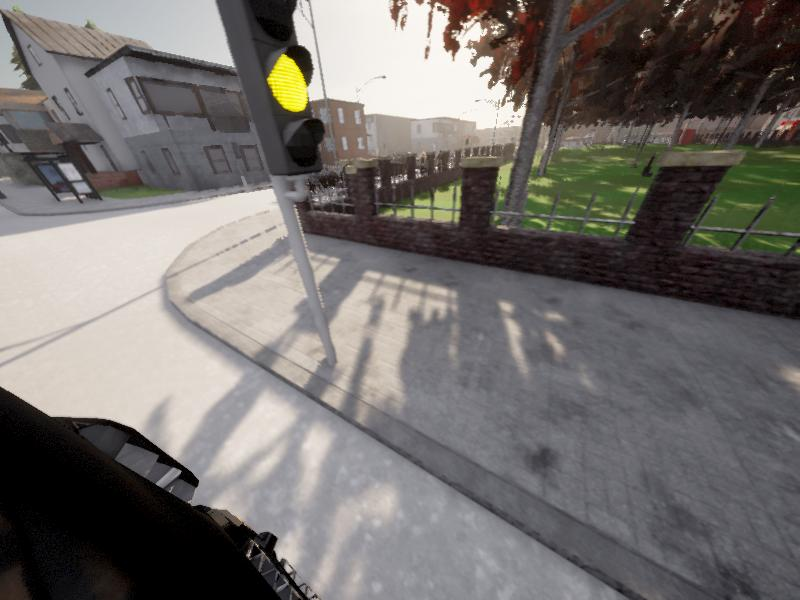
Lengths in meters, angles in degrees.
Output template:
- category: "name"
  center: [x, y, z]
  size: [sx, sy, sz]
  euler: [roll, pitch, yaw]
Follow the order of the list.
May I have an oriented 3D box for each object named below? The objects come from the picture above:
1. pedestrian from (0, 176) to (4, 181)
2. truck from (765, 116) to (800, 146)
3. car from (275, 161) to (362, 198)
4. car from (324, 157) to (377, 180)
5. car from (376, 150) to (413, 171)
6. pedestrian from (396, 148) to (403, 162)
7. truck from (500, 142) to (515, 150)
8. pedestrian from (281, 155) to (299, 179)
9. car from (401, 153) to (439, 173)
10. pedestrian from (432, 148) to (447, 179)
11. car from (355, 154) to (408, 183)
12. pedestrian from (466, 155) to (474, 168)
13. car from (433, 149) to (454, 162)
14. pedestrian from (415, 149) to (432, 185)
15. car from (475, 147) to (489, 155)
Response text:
- category: "pedestrian"
  center: [-71.812, -22.148, 40.943]
  size: [0.751, 1.860, 0.751]
  euler: [16, 38, 26]
- category: "truck"
  center: [64.014, -26.756, 36.427]
  size: [2.891, 3.827, 8.468]
  euler: [16, 38, 26]
- category: "car"
  center: [-4.880, -7.816, 14.771]
  size: [2.128, 1.511, 4.902]
  euler: [16, 38, 26]
- category: "car"
  center: [-4.501, -12.568, 21.917]
  size: [2.128, 1.511, 4.902]
  euler: [16, 38, 26]
- category: "car"
  center: [-0.502, -16.331, 26.960]
  size: [1.932, 1.855, 4.605]
  euler: [18, 39, 28]
- category: "pedestrian"
  center: [-0.082, -23.646, 37.740]
  size: [0.751, 1.860, 0.751]
  euler: [16, 38, 26]
- category: "truck"
  center: [39.161, -56.180, 84.300]
  size: [2.390, 2.098, 6.274]
  euler: [-2, 33, 1]
- category: "pedestrian"
  center: [-10.069, -12.154, 21.149]
  size: [0.751, 1.860, 0.751]
  euler: [16, 38, 26]
- category: "car"
  center: [2.170, -14.476, 24.290]
  size: [2.128, 1.511, 4.902]
  euler: [14, 37, 24]
- category: "pedestrian"
  center: [2.835, -9.772, 16.589]
  size: [0.751, 1.860, 0.751]
  euler: [16, 38, 26]
- category: "car"
  center: [-1.332, -11.146, 19.423]
  size: [2.033, 1.649, 4.856]
  euler: [15, 37, 25]
- category: "pedestrian"
  center: [6.972, -13.721, 22.924]
  size: [0.500, 1.100, 0.500]
  euler: [19, 39, 29]
- category: "car"
  center: [7.329, -24.194, 38.583]
  size: [1.837, 1.490, 4.892]
  euler: [16, 38, 26]
- category: "pedestrian"
  center: [1.473, -8.430, 14.668]
  size: [0.751, 1.860, 0.751]
  euler: [16, 38, 26]
- category: "car"
  center: [20.247, -36.708, 56.937]
  size: [1.812, 1.442, 4.674]
  euler: [16, 38, 26]
